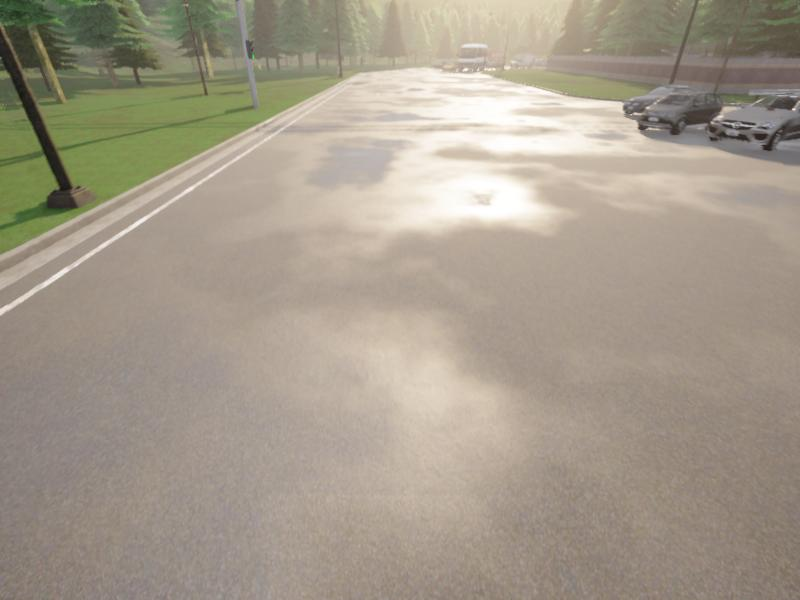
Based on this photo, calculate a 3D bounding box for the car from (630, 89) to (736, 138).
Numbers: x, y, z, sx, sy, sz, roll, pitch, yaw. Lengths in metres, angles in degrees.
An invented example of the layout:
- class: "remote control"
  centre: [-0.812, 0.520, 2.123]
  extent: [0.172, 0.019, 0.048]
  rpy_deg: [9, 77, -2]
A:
- class: "car"
  centre: [12.075, -8.066, 17.127]
  extent: [3.705, 1.549, 1.789]
  rpy_deg: [-16, 35, -24]

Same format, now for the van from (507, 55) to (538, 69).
- class: "van"
  centre: [26.341, -51.173, 86.074]
  extent: [6.366, 2.431, 2.351]
  rpy_deg: [-18, 36, -27]

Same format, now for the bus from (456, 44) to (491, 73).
- class: "bus"
  centre: [13.565, -44.407, 73.395]
  extent: [3.944, 4.253, 10.273]
  rpy_deg: [12, 34, 18]

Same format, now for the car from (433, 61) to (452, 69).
- class: "car"
  centre: [9.073, -49.956, 85.025]
  extent: [1.816, 1.474, 4.193]
  rpy_deg: [22, 38, 31]

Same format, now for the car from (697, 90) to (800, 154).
- class: "car"
  centre: [14.022, -6.681, 14.813]
  extent: [5.027, 1.651, 2.152]
  rpy_deg: [-13, 34, -20]

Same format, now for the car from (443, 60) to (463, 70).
- class: "car"
  centre: [10.890, -48.215, 82.051]
  extent: [2.033, 1.649, 4.856]
  rpy_deg: [19, 37, 28]

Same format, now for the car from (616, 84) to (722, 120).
- class: "car"
  centre: [14.335, -10.667, 21.439]
  extent: [4.674, 1.442, 1.812]
  rpy_deg: [-9, 33, -15]

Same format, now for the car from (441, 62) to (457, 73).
- class: "car"
  centre: [8.887, -42.189, 72.393]
  extent: [1.801, 1.575, 5.366]
  rpy_deg: [9, 33, 15]

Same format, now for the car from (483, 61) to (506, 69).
- class: "car"
  centre: [20.429, -50.810, 86.406]
  extent: [4.792, 1.488, 2.163]
  rpy_deg: [-24, 39, -33]
